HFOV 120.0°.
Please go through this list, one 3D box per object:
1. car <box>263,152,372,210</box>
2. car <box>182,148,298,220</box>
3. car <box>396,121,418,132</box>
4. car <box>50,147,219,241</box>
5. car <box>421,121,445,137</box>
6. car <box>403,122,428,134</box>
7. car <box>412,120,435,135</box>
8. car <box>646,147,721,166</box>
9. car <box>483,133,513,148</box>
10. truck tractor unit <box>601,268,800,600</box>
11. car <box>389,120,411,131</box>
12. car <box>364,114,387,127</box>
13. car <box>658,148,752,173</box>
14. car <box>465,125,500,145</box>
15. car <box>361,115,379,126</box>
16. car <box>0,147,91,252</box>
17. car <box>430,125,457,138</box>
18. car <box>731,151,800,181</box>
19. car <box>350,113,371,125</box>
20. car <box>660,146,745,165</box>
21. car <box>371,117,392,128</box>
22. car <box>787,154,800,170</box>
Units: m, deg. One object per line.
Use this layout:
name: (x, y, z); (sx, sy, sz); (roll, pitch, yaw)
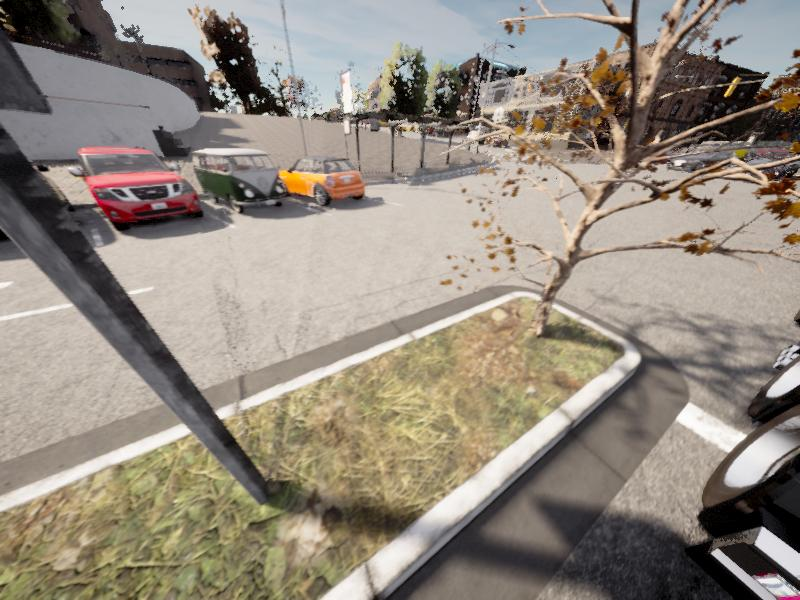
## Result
car: (-3.707, -5.519, 10.348); (4.553, 1.767, 2.185); (25, 42, 32)
car: (-6.257, -4.734, 9.020); (4.442, 1.987, 1.878); (25, 41, 32)
car: (1.525, -35.776, 47.723); (2.002, 1.452, 4.674); (31, 44, 27)
car: (-8.929, -3.938, 7.812); (5.566, 2.045, 2.435); (25, 41, 32)
car: (5.995, -30.769, 41.541); (1.878, 1.987, 4.442); (31, 44, 28)
car: (3.150, -34.169, 45.834); (1.946, 1.575, 5.366); (30, 44, 28)
car: (4.485, -32.491, 43.522); (1.878, 1.987, 4.442); (31, 44, 28)
car: (29.941, -15.397, 24.640); (4.792, 1.488, 2.163); (29, 44, 36)
car: (13.572, -22.021, 31.895); (2.002, 1.452, 4.674); (30, 44, 28)
truck tractor unit: (5.116, -0.296, 0.771); (6.516, 4.208, 3.053); (-18, 39, -24)
car: (0.001, -37.494, 49.698); (2.002, 1.452, 4.674); (30, 44, 28)
car: (-6.089, -44.556, 57.365); (2.435, 2.045, 5.566); (30, 44, 27)
car: (23.714, -10.941, 18.071); (4.902, 1.511, 2.128); (-8, 36, -12)
car: (12.101, -23.979, 33.709); (2.435, 2.045, 5.566); (30, 44, 28)
car: (-7.665, -46.179, 59.416); (2.185, 1.767, 4.553); (29, 43, 27)
car: (-11.579, -3.101, 6.587); (5.566, 2.045, 2.435); (25, 42, 32)
car: (7.544, -28.923, 39.776); (2.231, 1.521, 4.892); (30, 44, 28)
car: (24.586, -8.896, 15.212); (4.193, 1.474, 1.816); (-15, 38, -21)
car: (-10.739, -49.526, 63.299); (2.435, 2.045, 5.566); (26, 40, 31)
car: (32.845, -15.978, 25.416); (5.366, 1.575, 1.946); (29, 43, 36)
car: (-4.440, -42.743, 55.692); (1.946, 1.575, 5.366); (30, 44, 27)
car: (37.059, -12.266, 20.133); (4.792, 1.488, 2.163); (-15, 37, -20)
